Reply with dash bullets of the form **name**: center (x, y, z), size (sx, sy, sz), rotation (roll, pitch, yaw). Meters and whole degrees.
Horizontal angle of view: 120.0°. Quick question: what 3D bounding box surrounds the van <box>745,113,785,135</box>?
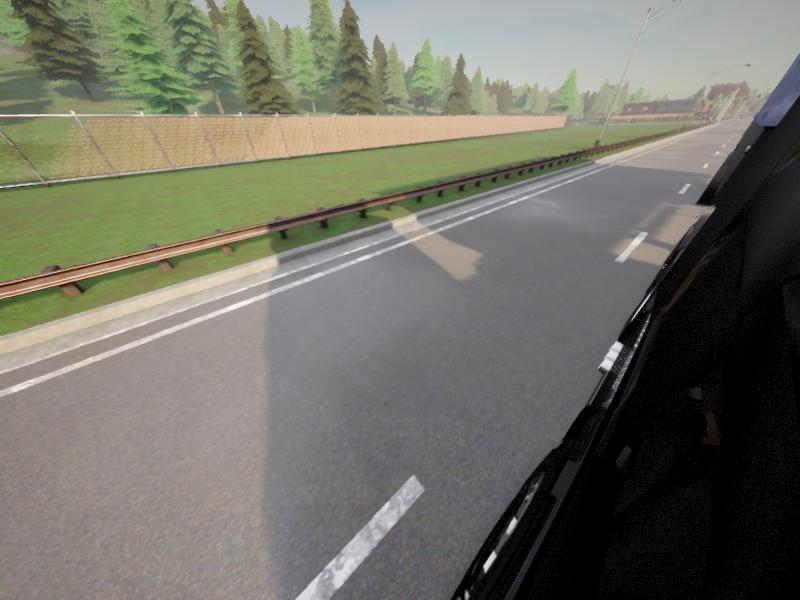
- **van**: center (44.939, -21.797, 28.562), size (4.442, 1.987, 1.775), rotation (-28, 44, -30)

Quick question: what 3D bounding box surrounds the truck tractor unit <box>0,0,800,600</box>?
- **truck tractor unit**: center (2.645, -0.295, 0.351), size (6.516, 4.208, 3.053), rotation (-28, 44, -30)

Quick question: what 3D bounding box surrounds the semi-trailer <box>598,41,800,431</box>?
- **semi-trailer**: center (8.703, -3.586, 4.243), size (14.254, 4.402, 2.717), rotation (-28, 44, -30)
